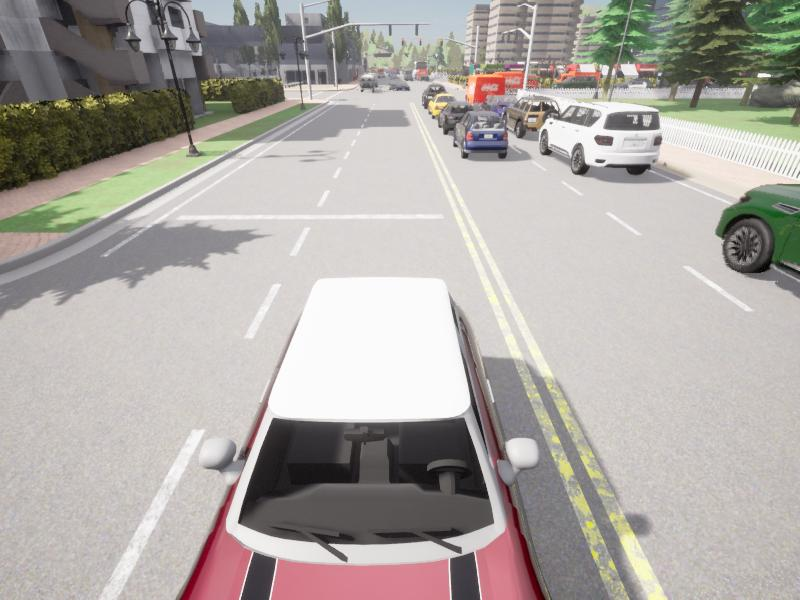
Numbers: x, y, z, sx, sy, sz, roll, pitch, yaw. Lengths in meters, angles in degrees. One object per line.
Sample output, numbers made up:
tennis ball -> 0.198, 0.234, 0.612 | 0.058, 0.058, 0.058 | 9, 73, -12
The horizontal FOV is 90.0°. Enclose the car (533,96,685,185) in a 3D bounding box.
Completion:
car -> 6.666, -5.727, 13.801 | 2.150, 2.045, 5.566 | 0, 30, -1

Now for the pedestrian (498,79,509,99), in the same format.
pedestrian -> 11.098, -22.693, 42.997 | 0.751, 1.860, 0.751 | -4, 31, -7

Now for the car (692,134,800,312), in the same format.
car -> 6.798, -0.508, 4.860 | 2.150, 2.045, 5.566 | -1, 30, -1

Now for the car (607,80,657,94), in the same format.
car -> 29.865, -27.546, 51.683 | 4.974, 1.542, 2.038 | -1, 30, -2

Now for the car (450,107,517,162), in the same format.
car -> 3.141, -6.677, 15.916 | 1.789, 1.549, 3.705 | 0, 30, -1

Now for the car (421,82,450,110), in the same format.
car -> 2.903, -17.076, 33.405 | 1.932, 1.855, 4.605 | 0, 30, -1

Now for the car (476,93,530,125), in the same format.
car -> 6.505, -12.431, 25.844 | 2.163, 1.488, 4.792 | 0, 30, -1

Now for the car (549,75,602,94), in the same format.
car -> 22.419, -27.630, 51.316 | 5.566, 2.045, 2.150 | -1, 30, -2

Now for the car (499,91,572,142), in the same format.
car -> 6.582, -9.310, 20.104 | 1.932, 1.855, 4.605 | 0, 30, -1

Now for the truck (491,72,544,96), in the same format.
truck -> 13.944, -25.891, 47.914 | 5.204, 2.467, 2.627 | -1, 30, -2

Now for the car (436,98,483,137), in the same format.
car -> 3.064, -9.829, 21.392 | 1.816, 1.474, 4.193 | 0, 30, -1

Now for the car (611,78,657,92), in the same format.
car -> 31.960, -29.401, 54.745 | 4.856, 1.649, 2.033 | -1, 30, -2

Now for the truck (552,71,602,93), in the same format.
truck -> 23.857, -29.602, 54.285 | 5.204, 2.467, 2.627 | -1, 30, -2

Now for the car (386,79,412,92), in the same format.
car -> -0.214, -30.198, 56.279 | 2.163, 1.488, 4.792 | -10, 32, -16

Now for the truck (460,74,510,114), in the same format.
truck -> 6.431, -16.073, 31.102 | 2.627, 2.467, 5.204 | 0, 30, -1

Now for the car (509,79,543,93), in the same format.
car -> 17.068, -29.145, 54.347 | 3.988, 1.617, 1.851 | 0, 30, 0

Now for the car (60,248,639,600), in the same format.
car -> -0.172, 1.064, 2.755 | 1.970, 1.475, 3.806 | 0, 30, 0

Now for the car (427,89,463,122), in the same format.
car -> 2.984, -13.395, 27.396 | 1.801, 1.575, 5.366 | 0, 30, -1

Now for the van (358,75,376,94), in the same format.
van -> -4.367, -28.817, 53.360 | 2.069, 2.038, 4.480 | 0, 30, -1
